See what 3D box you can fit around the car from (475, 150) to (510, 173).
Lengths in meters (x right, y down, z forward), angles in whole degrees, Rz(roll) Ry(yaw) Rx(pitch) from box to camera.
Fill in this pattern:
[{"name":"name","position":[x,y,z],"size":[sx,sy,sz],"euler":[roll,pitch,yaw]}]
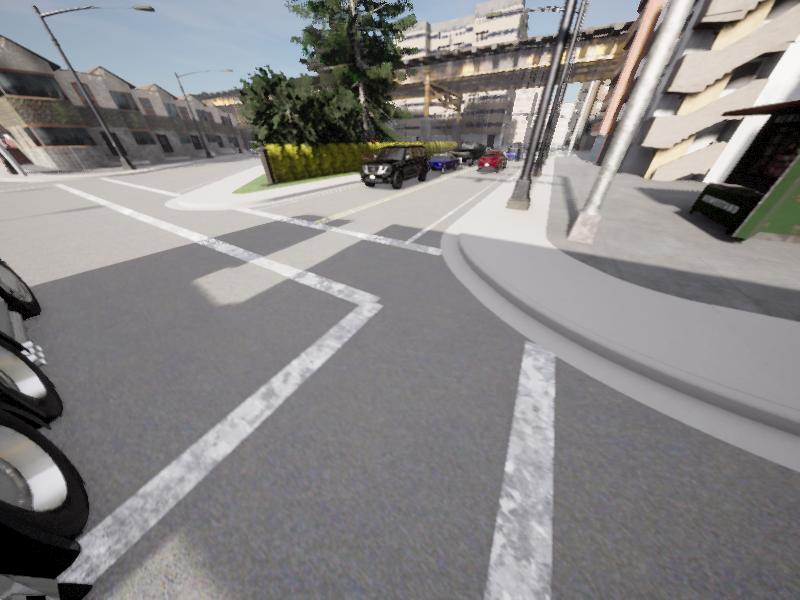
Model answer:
[{"name":"car","position":[8.268,-12.398,20.512],"size":[1.812,1.442,4.674],"euler":[17,39,24]}]

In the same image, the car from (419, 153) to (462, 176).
[{"name":"car","position":[3.462,-11.505,19.432],"size":[1.895,1.301,4.718],"euler":[17,38,24]}]

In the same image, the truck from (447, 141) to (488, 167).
[{"name":"truck","position":[7.414,-15.854,24.959],"size":[2.390,2.098,6.274],"euler":[17,39,24]}]

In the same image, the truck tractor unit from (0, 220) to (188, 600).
[{"name":"truck tractor unit","position":[-5.039,-0.364,0.887],"size":[6.516,4.208,3.053],"euler":[21,40,28]}]

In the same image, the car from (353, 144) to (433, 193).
[{"name":"car","position":[-0.123,-8.150,13.973],"size":[2.150,2.045,5.566],"euler":[17,38,24]}]
